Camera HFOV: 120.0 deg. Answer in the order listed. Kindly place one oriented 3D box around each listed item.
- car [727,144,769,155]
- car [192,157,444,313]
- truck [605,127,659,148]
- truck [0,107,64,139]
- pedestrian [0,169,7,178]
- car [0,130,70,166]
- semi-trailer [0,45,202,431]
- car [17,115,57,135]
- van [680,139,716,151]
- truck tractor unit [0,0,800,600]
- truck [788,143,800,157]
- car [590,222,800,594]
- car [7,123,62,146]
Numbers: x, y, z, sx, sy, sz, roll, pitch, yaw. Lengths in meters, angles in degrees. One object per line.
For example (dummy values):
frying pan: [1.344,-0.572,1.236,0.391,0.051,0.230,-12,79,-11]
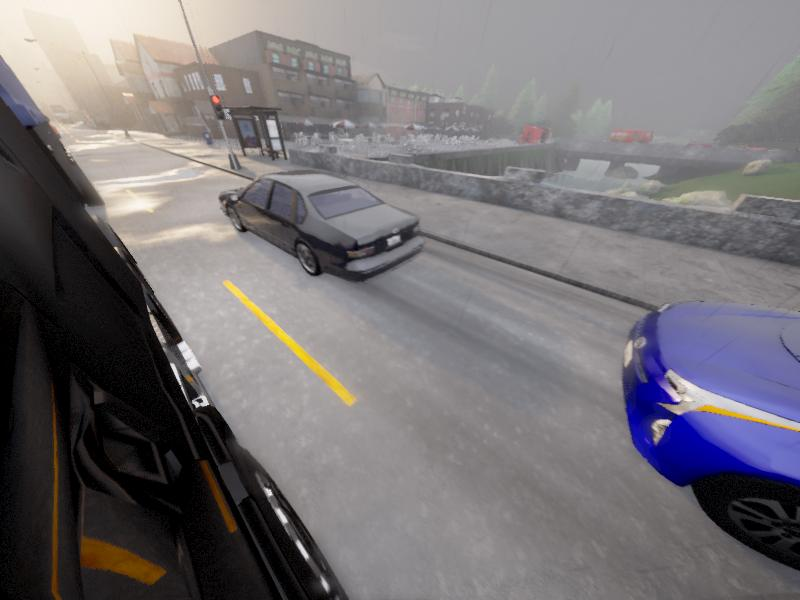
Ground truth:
car: [74.385,-32.305,49.488,4.514,1.525,2.007,28,44,30]
car: [-2.007,-1.915,4.922,5.357,1.411,2.033,28,44,30]
truck: [56.319,-39.705,56.420,8.468,3.827,2.891,28,44,30]
truck: [-38.149,-18.371,24.078,5.204,2.467,2.627,28,44,30]
pedestrian: [-16.308,-5.526,8.552,0.751,1.860,0.751,-20,42,-26]
car: [-20.657,-8.630,12.975,4.718,1.301,1.895,28,44,30]
semi-trailer: [-8.707,-3.575,4.252,14.254,4.402,2.717,28,44,30]
car: [-45.664,-22.121,29.156,3.866,1.878,1.905,28,44,30]
van: [68.457,-35.662,53.207,4.442,1.987,1.775,28,44,30]
truck tractor unit: [-2.645,-0.295,0.351,6.516,4.208,3.053,28,44,30]
truck: [81.547,-28.779,44.621,6.274,2.098,2.390,28,44,30]
car: [3.987,1.198,0.975,4.514,1.525,2.007,28,44,30]
car: [-31.391,-14.337,19.960,4.181,1.385,1.994,28,44,30]
